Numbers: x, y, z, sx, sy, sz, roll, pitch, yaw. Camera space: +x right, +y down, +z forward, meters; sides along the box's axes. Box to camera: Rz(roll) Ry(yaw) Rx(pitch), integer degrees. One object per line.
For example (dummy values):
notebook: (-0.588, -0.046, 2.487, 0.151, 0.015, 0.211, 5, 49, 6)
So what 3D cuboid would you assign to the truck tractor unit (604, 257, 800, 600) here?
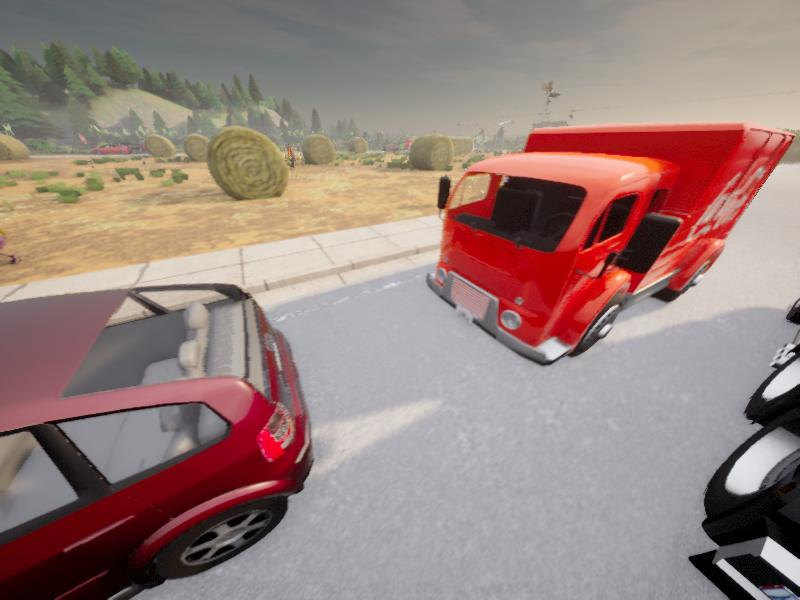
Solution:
truck tractor unit: (5.087, -0.327, 0.793, 6.516, 4.208, 3.053, -19, 39, -24)

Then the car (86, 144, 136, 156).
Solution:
car: (-46.747, -24.448, 37.509, 4.514, 1.525, 2.007, -16, 38, -22)

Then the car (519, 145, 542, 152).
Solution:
car: (33.998, -39.620, 60.317, 2.038, 1.542, 4.974, -17, 38, -23)

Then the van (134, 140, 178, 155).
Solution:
van: (-41.576, -26.109, 39.558, 4.442, 1.987, 1.775, -16, 38, -22)

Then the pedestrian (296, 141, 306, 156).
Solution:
pedestrian: (-14.855, -22.652, 34.642, 0.751, 1.860, 0.751, 13, 37, 18)

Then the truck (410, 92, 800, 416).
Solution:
truck: (3.088, -1.228, 3.674, 5.204, 2.467, 2.627, -18, 39, -25)

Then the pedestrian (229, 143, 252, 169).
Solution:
pedestrian: (-13.682, -12.414, 19.877, 0.751, 1.860, 0.751, 9, 36, 12)

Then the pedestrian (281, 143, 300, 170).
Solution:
pedestrian: (-9.077, -11.954, 19.261, 0.751, 1.860, 0.751, 5, 35, 6)

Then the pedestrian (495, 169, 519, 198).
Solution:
pedestrian: (4.739, -5.185, 10.300, 0.500, 1.100, 0.500, -12, 36, -17)

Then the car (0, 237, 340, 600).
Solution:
car: (-2.507, 1.020, 1.176, 3.705, 1.549, 1.789, -18, 39, -25)

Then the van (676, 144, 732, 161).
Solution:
van: (46.877, -22.852, 35.785, 2.069, 2.038, 4.480, -18, 39, -24)

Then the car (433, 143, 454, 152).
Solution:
car: (11.044, -38.782, 58.575, 4.553, 1.767, 2.097, -16, 38, -22)

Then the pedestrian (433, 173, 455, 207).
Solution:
pedestrian: (1.691, -4.245, 8.912, 0.500, 1.100, 0.500, -28, 44, -34)

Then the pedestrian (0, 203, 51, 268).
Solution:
pedestrian: (-7.772, -1.231, 4.461, 0.500, 1.100, 0.500, -7, 35, -11)

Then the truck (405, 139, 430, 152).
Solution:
truck: (4.089, -37.080, 55.447, 5.204, 2.467, 2.627, -16, 38, -22)

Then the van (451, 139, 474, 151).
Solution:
van: (17.434, -43.206, 64.368, 5.915, 2.561, 1.988, -15, 37, -20)

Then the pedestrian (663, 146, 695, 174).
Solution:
pedestrian: (22.695, -11.426, 18.833, 0.751, 1.860, 0.751, -19, 39, -26)
